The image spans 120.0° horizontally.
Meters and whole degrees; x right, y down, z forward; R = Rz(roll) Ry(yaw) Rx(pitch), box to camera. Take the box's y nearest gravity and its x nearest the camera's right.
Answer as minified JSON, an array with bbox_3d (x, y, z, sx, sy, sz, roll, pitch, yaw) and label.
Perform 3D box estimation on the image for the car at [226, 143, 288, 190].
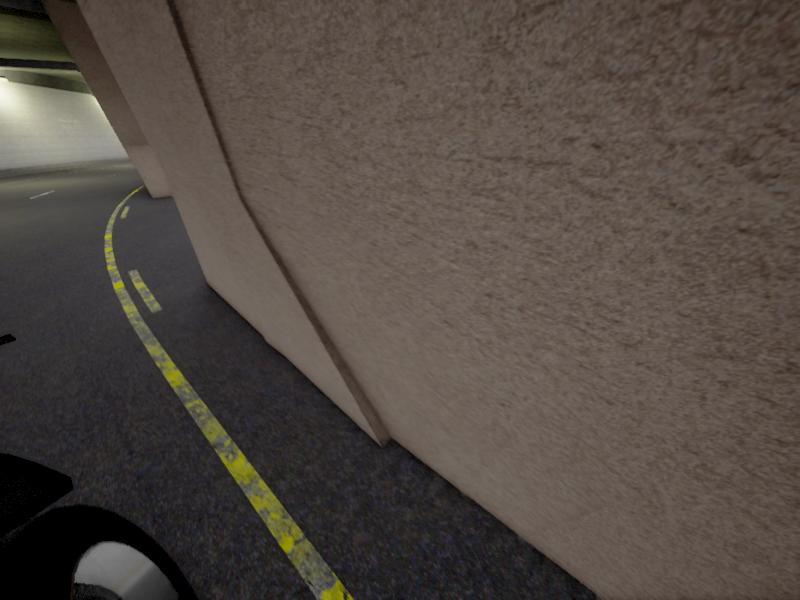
[{"bbox_3d":[-8.265,-7.793,13.255,1.932,1.855,4.605,-22,41,-28],"label":"car"}]

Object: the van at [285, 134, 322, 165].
[{"bbox_3d":[-9.937,-16.041,24.457,2.351,2.431,6.366,-6,36,-9],"label":"van"}]
